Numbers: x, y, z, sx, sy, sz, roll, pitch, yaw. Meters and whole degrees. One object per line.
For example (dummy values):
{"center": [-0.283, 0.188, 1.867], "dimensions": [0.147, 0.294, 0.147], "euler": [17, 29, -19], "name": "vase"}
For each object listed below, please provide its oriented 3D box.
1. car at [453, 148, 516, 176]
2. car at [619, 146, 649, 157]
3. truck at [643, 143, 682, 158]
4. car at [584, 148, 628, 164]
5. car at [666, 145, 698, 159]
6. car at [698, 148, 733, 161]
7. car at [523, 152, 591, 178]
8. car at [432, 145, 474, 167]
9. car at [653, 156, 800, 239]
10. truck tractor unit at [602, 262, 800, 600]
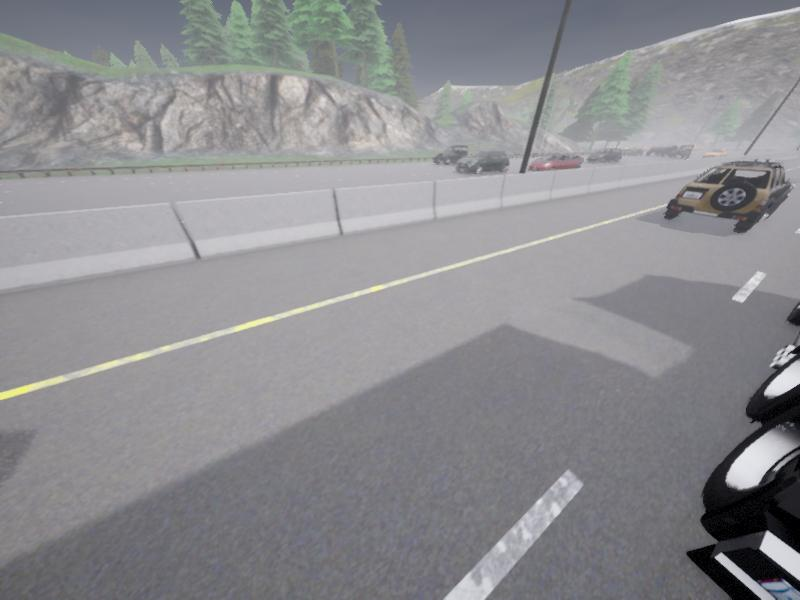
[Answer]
{"center": [6.884, -11.411, 18.968], "dimensions": [4.553, 1.767, 2.097], "euler": [-18, 39, -24], "name": "car"}
{"center": [44.306, -28.094, 43.674], "dimensions": [4.902, 1.511, 2.128], "euler": [-18, 39, -25], "name": "car"}
{"center": [47.280, -26.997, 41.610], "dimensions": [6.274, 2.098, 2.390], "euler": [-18, 39, -25], "name": "truck"}
{"center": [26.107, -18.311, 29.290], "dimensions": [3.988, 1.617, 1.851], "euler": [-10, 36, -14], "name": "car"}
{"center": [46.217, -24.259, 37.836], "dimensions": [3.866, 1.878, 1.905], "euler": [-18, 39, -25], "name": "car"}
{"center": [49.479, -22.886, 36.167], "dimensions": [5.366, 1.575, 1.801], "euler": [-18, 39, -25], "name": "car"}
{"center": [12.594, -10.981, 18.649], "dimensions": [4.514, 1.525, 2.007], "euler": [-14, 38, -20], "name": "car"}
{"center": [5.679, -15.675, 25.013], "dimensions": [3.866, 1.878, 1.905], "euler": [-18, 39, -25], "name": "car"}
{"center": [11.255, -3.637, 7.746], "dimensions": [4.605, 1.855, 1.932], "euler": [-18, 39, -25], "name": "car"}
{"center": [5.113, -0.295, 0.794], "dimensions": [6.516, 4.208, 3.053], "euler": [-18, 39, -24], "name": "truck tractor unit"}
